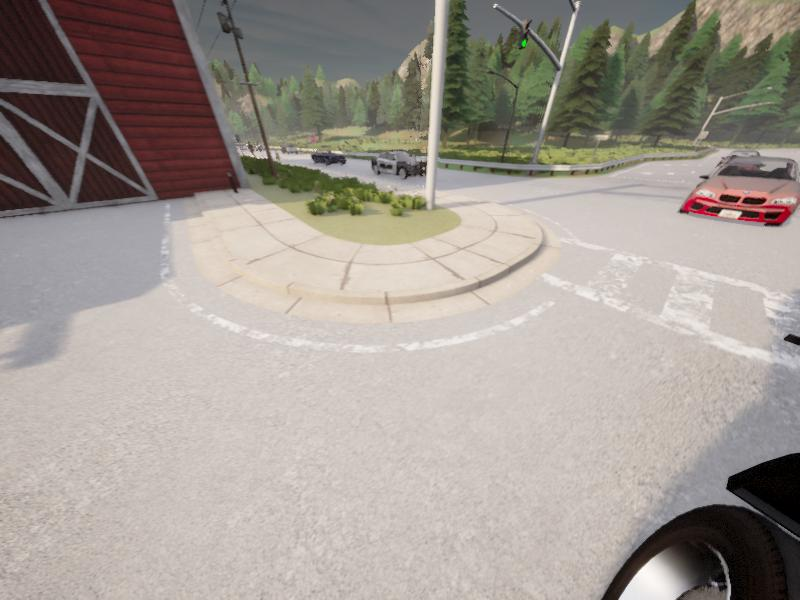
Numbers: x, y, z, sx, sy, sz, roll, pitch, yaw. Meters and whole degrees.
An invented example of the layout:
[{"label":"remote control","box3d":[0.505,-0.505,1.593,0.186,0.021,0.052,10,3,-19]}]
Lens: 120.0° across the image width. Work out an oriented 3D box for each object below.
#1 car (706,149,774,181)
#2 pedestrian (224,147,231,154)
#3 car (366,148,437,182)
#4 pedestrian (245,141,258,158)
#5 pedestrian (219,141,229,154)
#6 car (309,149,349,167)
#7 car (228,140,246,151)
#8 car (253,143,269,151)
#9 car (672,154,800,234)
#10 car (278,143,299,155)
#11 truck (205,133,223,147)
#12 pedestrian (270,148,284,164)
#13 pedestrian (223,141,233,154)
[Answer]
[{"label":"car","box3d":[21.999,-8.877,15.064,4.193,1.474,1.816,-26,43,-32]},{"label":"pedestrian","box3d":[-30.659,-26.602,41.081,0.500,1.100,0.500,12,37,17]},{"label":"car","box3d":[-0.083,-9.590,16.183,1.930,1.638,5.238,-25,42,-31]},{"label":"pedestrian","box3d":[-19.516,-19.815,30.402,0.751,1.860,0.751,-25,42,-30]},{"label":"pedestrian","box3d":[-31.221,-27.007,41.001,0.751,1.860,0.751,-23,41,-29]},{"label":"car","box3d":[-7.334,-14.499,23.531,1.895,1.301,4.718,-25,42,-31]},{"label":"car","box3d":[-38.203,-36.302,54.167,2.150,2.045,5.566,-25,42,-31]},{"label":"car","box3d":[-31.176,-34.337,51.825,1.812,1.442,4.674,-25,42,-31]},{"label":"car","box3d":[11.746,-3.881,7.910,4.611,1.667,2.242,-26,43,-32]},{"label":"car","box3d":[-19.317,-26.147,39.931,1.851,1.617,3.988,-25,42,-31]},{"label":"truck","box3d":[-64.268,-55.182,79.693,2.891,3.827,8.468,-25,42,-31]},{"label":"pedestrian","box3d":[-12.617,-14.804,23.701,0.751,1.300,0.751,-26,42,-31]},{"label":"pedestrian","box3d":[-31.952,-28.325,42.882,0.751,1.860,0.751,28,44,34]}]
